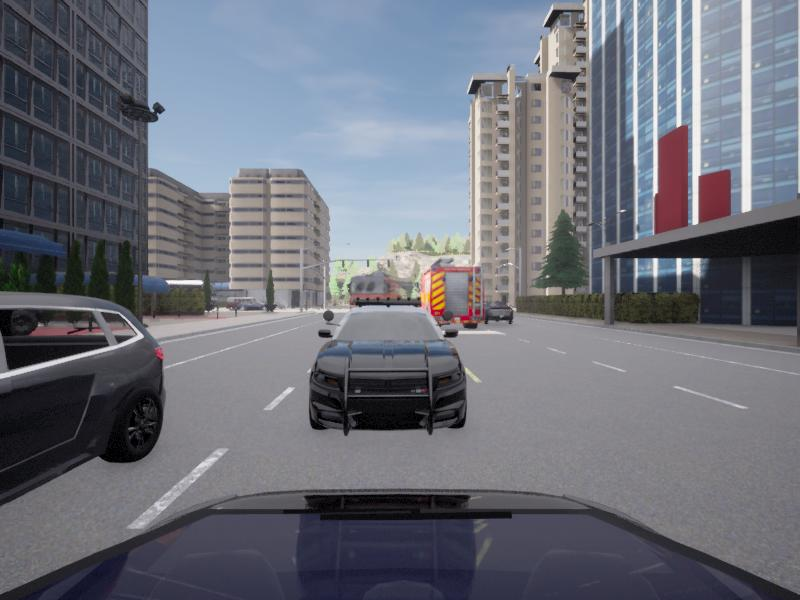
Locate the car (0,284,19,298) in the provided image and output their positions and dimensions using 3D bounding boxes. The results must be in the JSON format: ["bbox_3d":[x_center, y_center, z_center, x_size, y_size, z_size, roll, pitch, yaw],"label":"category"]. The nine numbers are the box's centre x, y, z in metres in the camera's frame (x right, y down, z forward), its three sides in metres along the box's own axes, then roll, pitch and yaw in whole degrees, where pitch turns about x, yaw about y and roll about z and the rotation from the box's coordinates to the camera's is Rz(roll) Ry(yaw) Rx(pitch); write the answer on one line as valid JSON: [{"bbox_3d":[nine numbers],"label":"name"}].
[{"bbox_3d":[-16.357,-0.347,15.659,1.750,0.535,1.642,0,0,29],"label":"car"}]

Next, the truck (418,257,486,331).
[{"bbox_3d":[2.854,-0.320,24.810,2.891,3.827,8.468,0,0,-1],"label":"truck"}]

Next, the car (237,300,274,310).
[{"bbox_3d":[-23.271,0.771,64.530,5.238,1.638,1.930,0,0,-8],"label":"car"}]

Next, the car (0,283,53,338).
[{"bbox_3d":[-17.017,0.402,14.472,2.390,2.098,6.274,0,0,29],"label":"car"}]

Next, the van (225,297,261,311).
[{"bbox_3d":[-22.666,0.598,57.894,4.442,1.987,1.775,0,0,-1],"label":"van"}]

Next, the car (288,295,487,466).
[{"bbox_3d":[-0.189,0.771,6.483,1.930,1.638,5.238,0,0,-2],"label":"car"}]

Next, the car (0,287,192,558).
[{"bbox_3d":[-3.586,0.756,2.516,2.242,1.667,4.611,0,0,-1],"label":"car"}]

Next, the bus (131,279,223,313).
[{"bbox_3d":[-30.132,-0.540,54.401,10.273,4.253,3.944,1,0,-1],"label":"bus"}]

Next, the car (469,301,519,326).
[{"bbox_3d":[6.286,0.836,27.390,2.128,1.511,4.902,0,0,-2],"label":"car"}]

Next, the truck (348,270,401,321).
[{"bbox_3d":[-1.913,-0.321,34.196,2.891,3.827,8.468,0,0,8],"label":"truck"}]

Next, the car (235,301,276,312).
[{"bbox_3d":[-19.635,0.851,54.438,4.792,1.488,2.163,0,0,-1],"label":"car"}]
